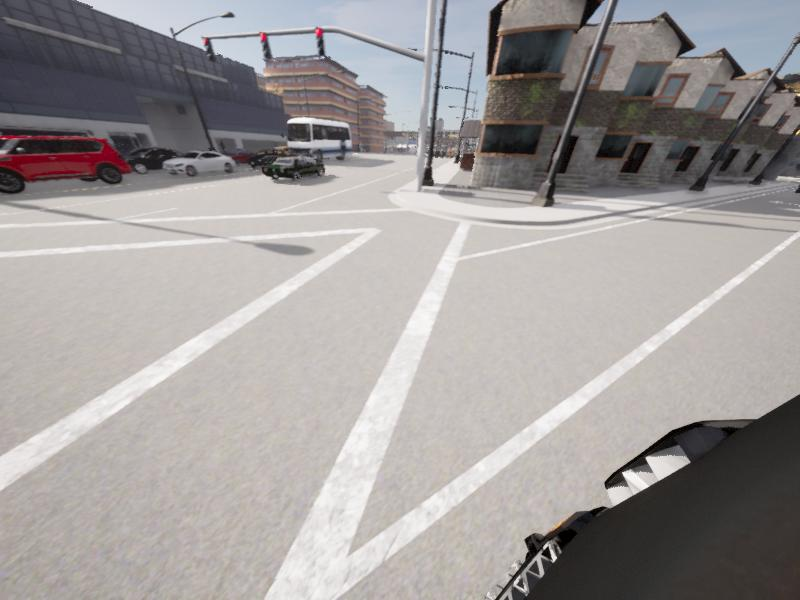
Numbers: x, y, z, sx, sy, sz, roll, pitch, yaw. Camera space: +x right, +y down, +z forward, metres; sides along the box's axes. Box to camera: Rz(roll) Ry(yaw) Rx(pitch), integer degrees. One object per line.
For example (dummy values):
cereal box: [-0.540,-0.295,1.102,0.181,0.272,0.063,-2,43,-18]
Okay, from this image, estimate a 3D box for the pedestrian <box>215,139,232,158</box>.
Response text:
pedestrian: [-20.358,-17.452,26.664,0.751,1.860,0.751,20,37,25]

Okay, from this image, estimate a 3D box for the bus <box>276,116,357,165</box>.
bus: [-9.506,-19.756,28.731,3.944,4.253,10.273,11,36,13]

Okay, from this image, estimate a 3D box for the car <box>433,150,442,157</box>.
car: [10.963,-42.733,67.473,1.882,1.535,5.008,11,33,13]

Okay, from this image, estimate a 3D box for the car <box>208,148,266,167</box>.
car: [-15.777,-13.994,22.620,1.994,1.385,4.181,12,35,14]

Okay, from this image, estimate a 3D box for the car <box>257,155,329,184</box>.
car: [-7.204,-9.268,16.228,1.895,1.301,4.718,11,35,13]

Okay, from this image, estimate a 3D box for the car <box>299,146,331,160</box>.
car: [-12.062,-21.108,33.003,1.812,1.442,4.674,11,36,13]

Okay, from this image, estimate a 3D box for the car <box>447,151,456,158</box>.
car: [15.998,-45.071,71.550,1.882,1.535,5.008,11,33,13]

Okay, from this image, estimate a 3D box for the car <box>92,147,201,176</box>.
car: [-17.878,-10.150,16.743,1.837,1.490,4.892,11,35,13]

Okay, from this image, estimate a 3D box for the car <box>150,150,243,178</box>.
car: [-14.285,-9.928,16.662,1.812,1.442,4.674,11,35,13]

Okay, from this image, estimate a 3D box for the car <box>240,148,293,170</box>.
car: [-12.413,-13.434,21.890,1.816,1.474,4.193,11,35,13]

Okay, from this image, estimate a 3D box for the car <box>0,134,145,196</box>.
car: [-16.352,-6.353,10.631,2.150,2.045,5.566,11,35,13]

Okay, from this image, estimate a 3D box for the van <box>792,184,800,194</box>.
van: [39.943,-11.265,21.449,5.915,2.561,1.988,-14,37,-23]

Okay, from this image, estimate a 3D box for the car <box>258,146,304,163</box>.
car: [-13.977,-17.481,27.621,1.882,1.535,5.008,11,36,13]

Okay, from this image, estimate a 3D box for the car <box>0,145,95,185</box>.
car: [-19.728,-6.776,11.523,1.882,1.535,5.008,11,34,13]
